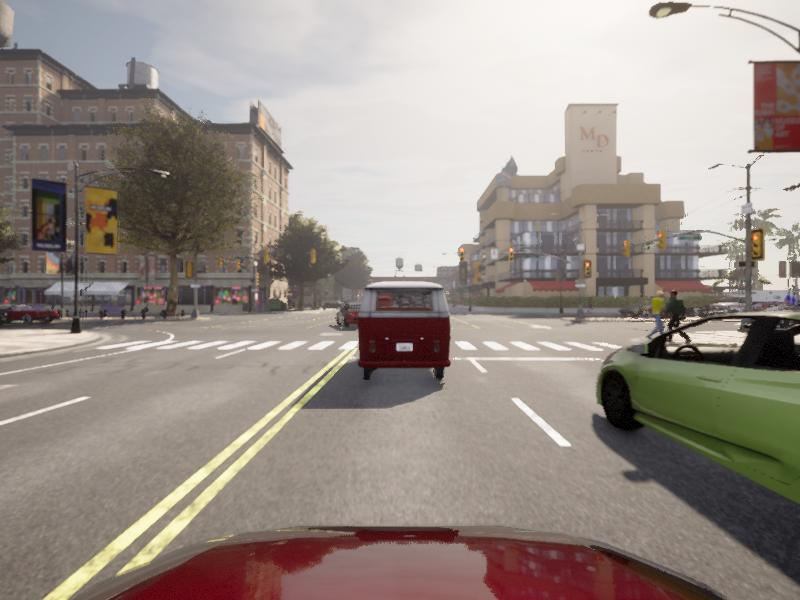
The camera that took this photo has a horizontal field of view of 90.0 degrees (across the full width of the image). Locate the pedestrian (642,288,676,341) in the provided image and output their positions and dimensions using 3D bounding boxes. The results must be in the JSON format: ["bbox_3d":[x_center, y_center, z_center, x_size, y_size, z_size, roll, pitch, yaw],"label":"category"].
[{"bbox_3d":[9.240,0.506,14.279,0.751,1.860,0.751,0,0,3],"label":"pedestrian"}]

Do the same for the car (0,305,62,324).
[{"bbox_3d":[-27.205,0.982,28.466,4.718,1.301,1.895,0,0,1],"label":"car"}]

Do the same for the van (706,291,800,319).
[{"bbox_3d":[31.033,0.430,35.225,6.366,2.431,2.351,0,0,1],"label":"van"}]

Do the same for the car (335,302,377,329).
[{"bbox_3d":[-2.810,0.889,24.722,1.816,1.474,4.193,0,0,-18],"label":"car"}]

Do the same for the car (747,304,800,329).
[{"bbox_3d":[23.667,0.942,23.878,4.181,1.385,1.994,0,0,1],"label":"car"}]

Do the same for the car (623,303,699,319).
[{"bbox_3d":[22.982,0.946,35.392,5.357,1.411,2.033,0,0,1],"label":"car"}]

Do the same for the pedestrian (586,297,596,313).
[{"bbox_3d":[22.006,0.551,46.139,0.751,1.860,0.751,0,0,2],"label":"pedestrian"}]

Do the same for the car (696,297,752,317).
[{"bbox_3d":[31.291,0.701,38.719,3.866,1.878,1.905,0,0,1],"label":"car"}]

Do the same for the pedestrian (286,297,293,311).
[{"bbox_3d":[-14.564,0.559,52.771,0.751,1.860,0.751,0,0,-11],"label":"pedestrian"}]

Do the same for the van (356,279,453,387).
[{"bbox_3d":[0.042,0.612,9.581,1.775,1.987,4.442,0,0,-1],"label":"van"}]

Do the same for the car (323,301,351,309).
[{"bbox_3d":[-11.901,0.976,75.706,4.902,1.511,2.128,0,0,30],"label":"car"}]

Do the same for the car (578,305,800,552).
[{"bbox_3d":[3.556,0.834,3.537,2.007,1.525,4.514,0,0,1],"label":"car"}]

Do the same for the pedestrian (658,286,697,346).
[{"bbox_3d":[9.051,0.504,13.061,0.751,1.860,0.751,0,0,-24],"label":"pedestrian"}]

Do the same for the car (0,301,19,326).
[{"bbox_3d":[-27.196,0.860,24.964,4.974,1.542,2.038,0,0,1],"label":"car"}]

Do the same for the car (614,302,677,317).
[{"bbox_3d":[23.792,0.908,38.878,4.792,1.488,2.163,0,0,1],"label":"car"}]

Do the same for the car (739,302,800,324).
[{"bbox_3d":[25.779,0.867,27.332,3.633,1.501,1.845,0,0,1],"label":"car"}]
